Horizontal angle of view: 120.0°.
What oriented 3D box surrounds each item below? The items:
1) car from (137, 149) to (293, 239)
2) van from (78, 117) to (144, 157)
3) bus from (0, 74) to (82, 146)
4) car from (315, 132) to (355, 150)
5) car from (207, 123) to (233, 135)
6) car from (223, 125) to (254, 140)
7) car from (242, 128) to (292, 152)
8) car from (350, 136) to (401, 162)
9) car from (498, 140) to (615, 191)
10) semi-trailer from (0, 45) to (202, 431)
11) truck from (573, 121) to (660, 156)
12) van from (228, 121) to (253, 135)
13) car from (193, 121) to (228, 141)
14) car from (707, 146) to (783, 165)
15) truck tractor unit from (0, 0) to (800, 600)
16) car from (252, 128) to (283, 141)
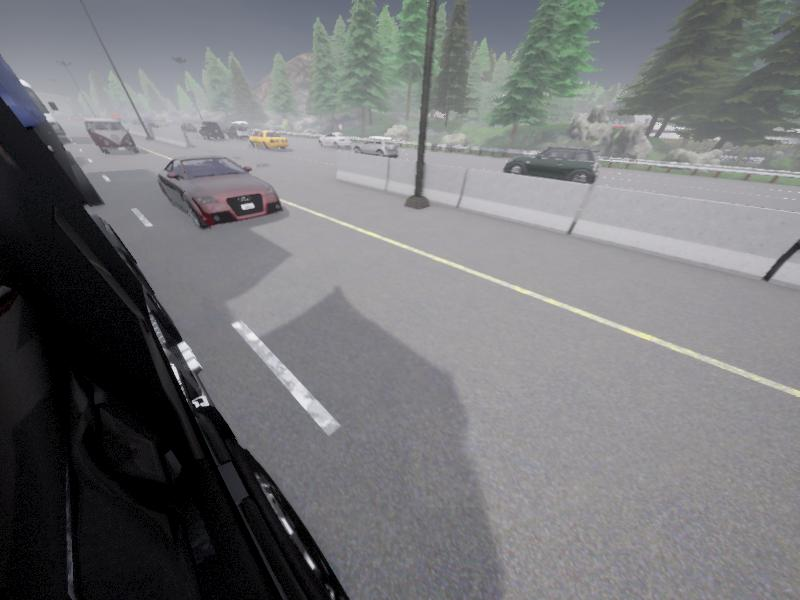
[{"bbox_3d":[-5.224,-3.234,6.521,4.181,1.385,1.994,28,44,30],"label":"car"},{"bbox_3d":[-20.162,-11.410,16.104,4.442,1.987,1.775,28,44,30],"label":"van"},{"bbox_3d":[-32.631,-16.304,20.068,10.273,4.253,3.944,28,44,30],"label":"bus"},{"bbox_3d":[-7.363,-18.103,26.197,4.674,1.442,1.812,28,44,30],"label":"car"},{"bbox_3d":[-33.820,-32.227,43.418,4.611,1.667,2.242,28,44,30],"label":"car"},{"bbox_3d":[-22.796,-23.618,32.580,3.988,1.617,1.851,28,44,30],"label":"car"},{"bbox_3d":[-12.971,-15.653,22.501,5.366,1.575,1.801,28,44,30],"label":"car"},{"bbox_3d":[-2.004,-12.531,19.023,3.806,1.475,1.970,28,44,30],"label":"car"},{"bbox_3d":[8.105,-7.299,12.326,4.553,1.767,2.097,28,44,30],"label":"car"},{"bbox_3d":[-8.704,-3.584,4.247,14.254,4.402,2.717,28,44,30],"label":"semi-trailer"},{"bbox_3d":[32.227,-24.477,34.887,8.468,3.827,2.891,29,44,31],"label":"truck"},{"bbox_3d":[-31.281,-33.773,45.314,4.480,2.038,2.069,28,44,30],"label":"van"},{"bbox_3d":[-24.645,-21.974,30.044,3.866,1.878,1.905,28,44,30],"label":"car"},{"bbox_3d":[42.571,-18.025,28.747,5.008,1.535,1.882,28,44,30],"label":"car"},{"bbox_3d":[-2.645,-0.295,0.351,6.516,4.208,3.053,28,44,30],"label":"truck tractor unit"},{"bbox_3d":[-19.733,-24.604,34.323,4.718,1.301,1.895,28,44,30],"label":"car"}]
